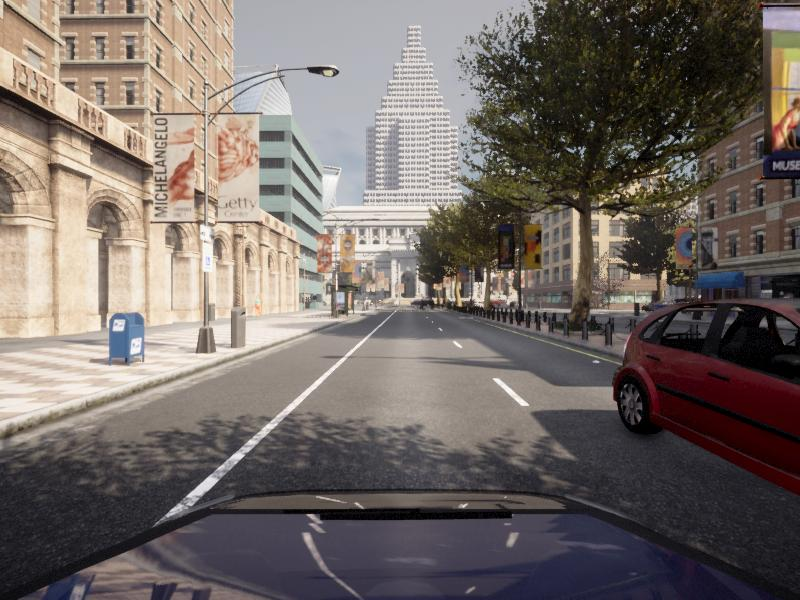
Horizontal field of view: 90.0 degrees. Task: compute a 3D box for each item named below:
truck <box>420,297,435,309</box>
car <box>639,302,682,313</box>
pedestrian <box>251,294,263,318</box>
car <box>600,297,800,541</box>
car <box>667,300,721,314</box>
[{"bbox_3d":[4.945,0.540,72.294,2.390,2.098,6.274,0,0,1],"label":"truck"},{"bbox_3d":[33.297,0.908,51.123,4.181,1.385,1.994,0,0,0],"label":"car"},{"bbox_3d":[-11.455,0.485,32.092,0.751,1.860,0.751,0,0,0],"label":"pedestrian"},{"bbox_3d":[3.587,0.788,3.390,1.851,1.617,3.988,0,0,1],"label":"car"},{"bbox_3d":[34.851,0.825,47.557,4.974,1.542,2.038,0,0,-1],"label":"car"}]
